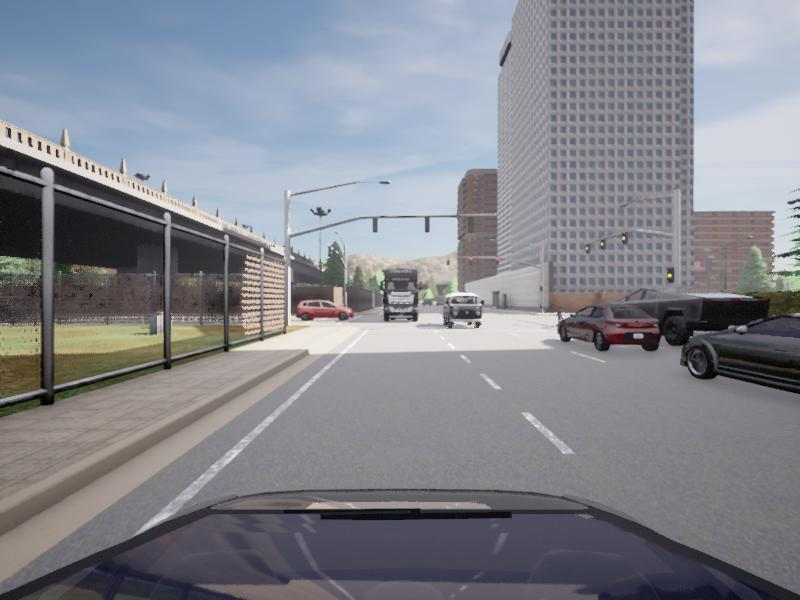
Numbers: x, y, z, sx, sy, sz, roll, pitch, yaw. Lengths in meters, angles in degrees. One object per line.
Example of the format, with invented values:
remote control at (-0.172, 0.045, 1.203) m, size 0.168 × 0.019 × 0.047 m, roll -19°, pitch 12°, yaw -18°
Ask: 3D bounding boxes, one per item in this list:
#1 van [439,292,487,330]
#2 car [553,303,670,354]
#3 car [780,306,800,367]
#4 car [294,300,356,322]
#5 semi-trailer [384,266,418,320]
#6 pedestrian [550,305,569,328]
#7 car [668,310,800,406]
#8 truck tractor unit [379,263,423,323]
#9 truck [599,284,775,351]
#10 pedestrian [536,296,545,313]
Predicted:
van at (3.547, 0.609, 23.391) m, size 2.069 × 2.038 × 4.480 m, roll 0°, pitch -1°, yaw 0°
car at (7.028, 0.865, 13.857) m, size 1.816 × 1.474 × 4.193 m, roll 0°, pitch 0°, yaw 0°
car at (10.516, 0.876, 7.786) m, size 1.812 × 1.442 × 4.674 m, roll 0°, pitch 0°, yaw 0°
car at (-5.977, 0.825, 32.245) m, size 4.611 × 1.667 × 2.242 m, roll 0°, pitch 0°, yaw 0°
semi-trailer at (0.084, -0.566, 39.274) m, size 2.717 × 4.402 × 14.254 m, roll 0°, pitch 0°, yaw 0°
pedestrian at (9.307, 0.954, 23.365) m, size 0.751 × 1.300 × 0.751 m, roll 0°, pitch 0°, yaw -14°
car at (7.023, 0.913, 6.858) m, size 1.994 × 1.385 × 4.181 m, roll 0°, pitch 0°, yaw -1°
truck tractor unit at (0.075, -0.472, 31.363) m, size 3.053 × 4.208 × 6.516 m, roll 0°, pitch 0°, yaw 0°
truck at (10.533, 0.554, 15.647) m, size 2.390 × 2.098 × 6.274 m, roll 0°, pitch 0°, yaw 0°
pedestrian at (15.522, 0.544, 44.182) m, size 0.751 × 1.860 × 0.751 m, roll 0°, pitch 0°, yaw -7°
